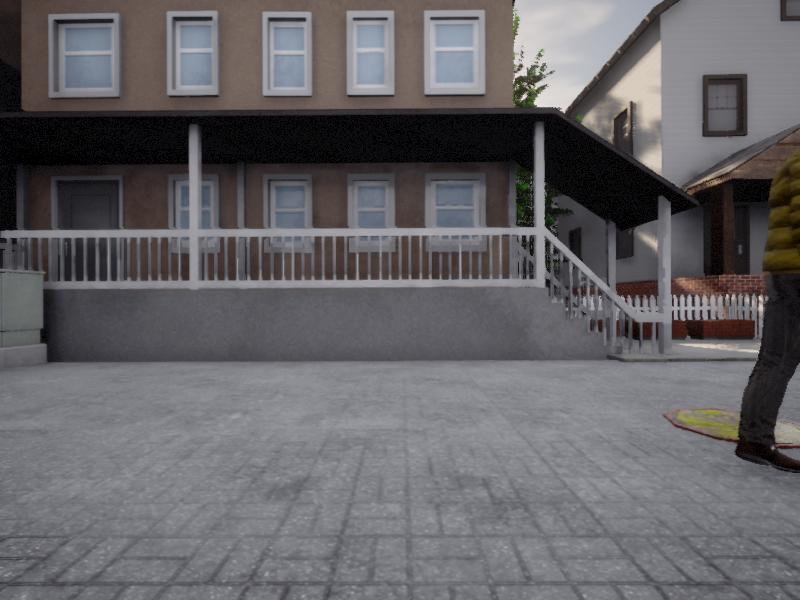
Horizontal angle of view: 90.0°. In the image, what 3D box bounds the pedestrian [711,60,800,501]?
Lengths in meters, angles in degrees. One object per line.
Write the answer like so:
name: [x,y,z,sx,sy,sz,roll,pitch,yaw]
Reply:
pedestrian: [2.035,-0.083,1.917,0.751,1.860,0.751,0,0,30]
